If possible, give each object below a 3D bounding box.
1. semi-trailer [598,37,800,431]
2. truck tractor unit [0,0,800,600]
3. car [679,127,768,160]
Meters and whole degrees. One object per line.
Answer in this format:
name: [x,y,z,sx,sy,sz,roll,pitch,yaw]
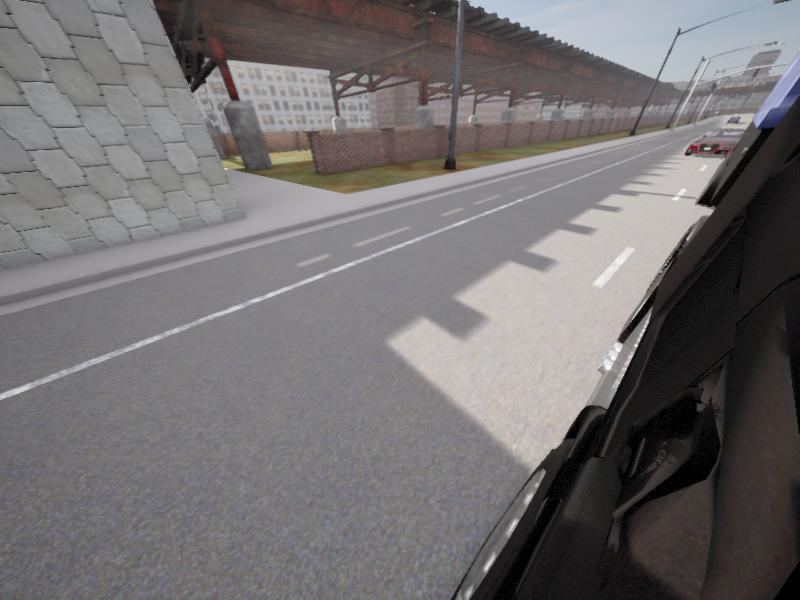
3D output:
semi-trailer: [8.695,-3.597,4.246,14.254,4.402,2.717,-28,43,-30]
truck tractor unit: [2.645,-0.295,0.351,6.516,4.208,3.053,-28,44,-30]
car: [20.290,-9.888,14.538,4.181,1.385,1.994,-19,40,-21]
